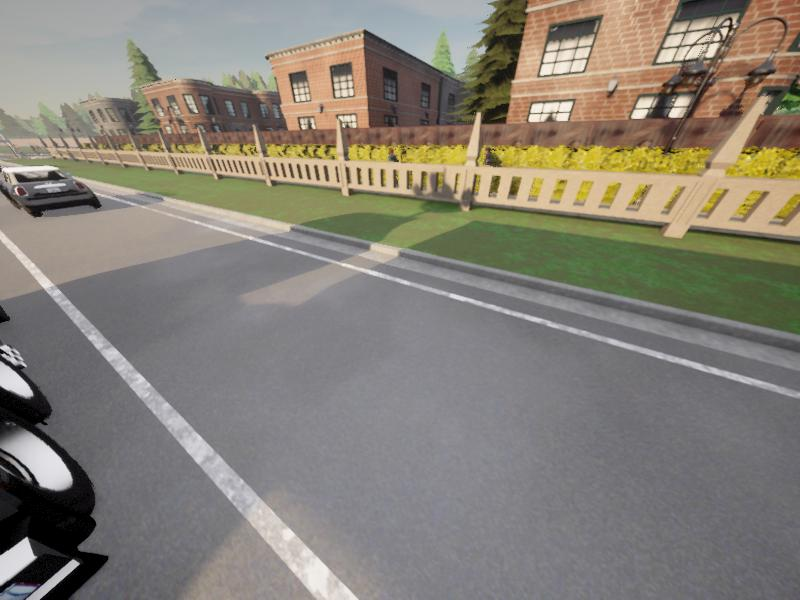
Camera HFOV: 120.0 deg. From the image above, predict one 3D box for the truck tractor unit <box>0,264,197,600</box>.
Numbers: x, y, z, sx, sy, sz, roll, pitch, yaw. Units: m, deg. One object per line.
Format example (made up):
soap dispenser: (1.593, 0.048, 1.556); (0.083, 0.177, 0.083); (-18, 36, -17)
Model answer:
truck tractor unit: (-5.108, -0.305, 0.776); (6.516, 4.208, 3.053); (19, 39, 24)

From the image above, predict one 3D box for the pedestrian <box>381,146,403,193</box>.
pedestrian: (-0.349, -6.163, 10.913); (0.751, 1.860, 0.751); (17, 39, 24)

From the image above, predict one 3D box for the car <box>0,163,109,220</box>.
car: (-14.205, -4.459, 9.226); (3.806, 1.475, 1.970); (18, 39, 24)

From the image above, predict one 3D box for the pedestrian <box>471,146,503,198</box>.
pedestrian: (3.673, -5.431, 9.829); (0.751, 1.860, 0.751); (20, 40, 26)

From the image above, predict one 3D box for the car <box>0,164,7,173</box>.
car: (-38.066, -12.481, 20.444); (5.566, 2.045, 2.150); (18, 39, 24)
